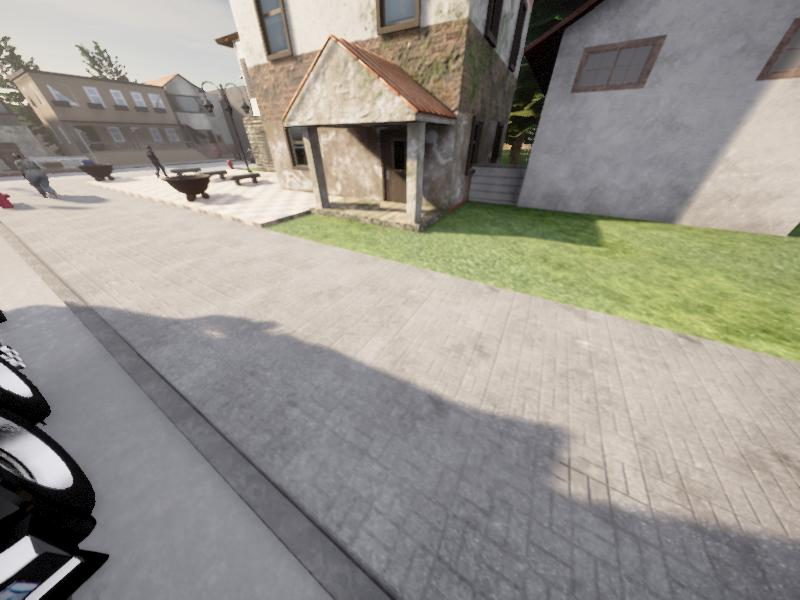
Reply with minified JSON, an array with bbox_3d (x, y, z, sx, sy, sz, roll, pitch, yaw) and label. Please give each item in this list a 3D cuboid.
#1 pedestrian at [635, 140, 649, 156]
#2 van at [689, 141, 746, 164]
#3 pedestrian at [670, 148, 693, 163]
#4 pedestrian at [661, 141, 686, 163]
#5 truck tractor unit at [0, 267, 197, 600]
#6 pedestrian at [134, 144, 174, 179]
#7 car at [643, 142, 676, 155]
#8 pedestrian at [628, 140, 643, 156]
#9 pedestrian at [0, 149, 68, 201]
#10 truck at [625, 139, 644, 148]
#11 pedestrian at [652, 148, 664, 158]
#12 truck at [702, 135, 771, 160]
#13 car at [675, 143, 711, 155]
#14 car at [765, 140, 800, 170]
[{"bbox_3d":[35.653,-22.430,34.060,0.751,1.860,0.751,25,42,32],"label":"pedestrian"},{"bbox_3d":[34.161,-16.081,25.073,1.775,1.987,4.442,18,39,24],"label":"van"},{"bbox_3d":[28.452,-14.617,23.391,0.751,1.300,0.751,5,35,8],"label":"pedestrian"},{"bbox_3d":[28.009,-15.165,23.692,0.751,1.860,0.751,15,38,21],"label":"pedestrian"},{"bbox_3d":[-5.116,-0.296,0.773,6.516,4.208,3.053,18,39,24],"label":"truck tractor unit"},{"bbox_3d":[-15.602,-8.835,14.733,0.751,1.860,0.751,-3,35,-4],"label":"pedestrian"},{"bbox_3d":[44.145,-25.948,39.435,2.242,1.667,4.611,17,38,24],"label":"car"},{"bbox_3d":[34.809,-22.494,34.160,0.751,1.860,0.751,22,40,28],"label":"pedestrian"},{"bbox_3d":[-15.829,-5.360,9.951,0.751,1.860,0.751,9,36,13],"label":"pedestrian"},{"bbox_3d":[69.130,-46.102,68.110,2.390,2.098,6.274,18,39,24],"label":"truck"},{"bbox_3d":[33.824,-19.364,30.338,0.500,1.100,0.500,12,37,17],"label":"pedestrian"},{"bbox_3d":[41.574,-19.087,28.890,2.627,2.467,5.204,18,38,25],"label":"truck"},{"bbox_3d":[47.427,-24.566,37.545,2.038,1.542,4.974,19,39,25],"label":"car"},{"bbox_3d":[34.593,-12.007,19.154,2.150,2.045,5.566,18,38,25],"label":"car"}]
